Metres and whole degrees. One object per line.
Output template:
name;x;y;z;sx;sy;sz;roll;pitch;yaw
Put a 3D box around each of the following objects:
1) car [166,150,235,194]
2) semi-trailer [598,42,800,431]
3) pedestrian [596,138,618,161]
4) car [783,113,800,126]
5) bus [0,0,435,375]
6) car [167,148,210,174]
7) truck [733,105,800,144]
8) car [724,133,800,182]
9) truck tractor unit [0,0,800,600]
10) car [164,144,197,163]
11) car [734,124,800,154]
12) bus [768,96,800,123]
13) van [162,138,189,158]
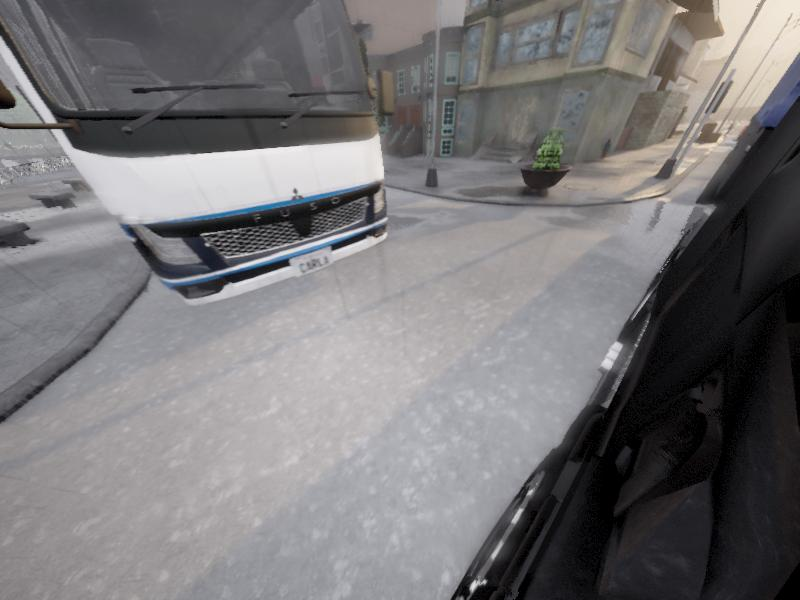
car;-10.367;-6.738;11.963;1.970;1.475;3.806;-28;44;-30
semi-trailer;8.695;-3.599;4.242;14.254;4.402;2.717;-28;44;-30
pedestrian;12.271;-8.972;13.736;0.500;1.100;0.500;-28;44;-30
car;66.135;-29.972;38.337;5.238;1.638;1.930;-28;44;-30
bus;-4.416;-3.900;5.536;3.944;4.253;10.273;-29;44;-31
car;-16.736;-11.049;18.215;1.895;1.301;4.718;-28;44;-30
truck;32.129;-15.308;20.090;5.204;2.467;2.627;-28;44;-30
car;16.186;-6.315;10.026;4.718;1.301;1.895;-28;44;-30
truck tractor unit;2.645;-0.295;0.351;6.516;4.208;3.053;-28;44;-30
car;-23.253;-15.596;24.486;1.970;1.475;3.806;-28;44;-30
car;24.969;-11.034;15.736;4.181;1.385;1.994;-28;44;-30
bus;83.779;-40.550;49.219;10.273;4.253;3.944;-28;44;-30
van;-29.894;-20.356;30.778;1.775;1.987;4.442;-28;44;-30
